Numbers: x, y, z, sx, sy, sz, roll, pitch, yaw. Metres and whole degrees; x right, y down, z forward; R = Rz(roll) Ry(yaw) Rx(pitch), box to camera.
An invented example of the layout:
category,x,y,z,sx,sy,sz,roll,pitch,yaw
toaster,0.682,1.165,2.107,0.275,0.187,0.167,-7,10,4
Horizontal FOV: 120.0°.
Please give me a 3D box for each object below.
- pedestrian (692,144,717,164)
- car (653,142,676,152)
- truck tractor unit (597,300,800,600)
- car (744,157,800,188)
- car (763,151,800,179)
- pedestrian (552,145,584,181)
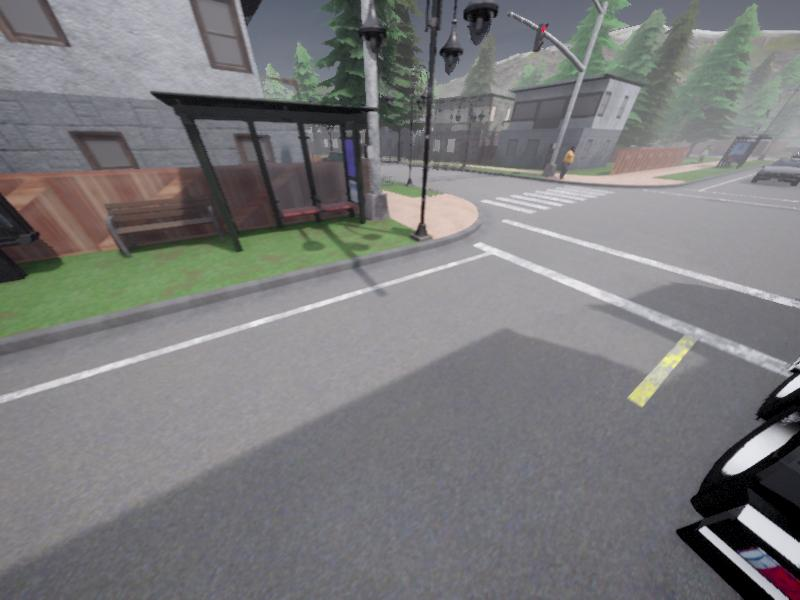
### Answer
category,x,y,z,sx,sy,sz,roll,pitch,yaw
pedestrian,33.910,-16.224,25.714,0.751,1.860,0.751,-15,38,-21
car,61.598,-35.594,53.851,4.605,1.855,1.932,-20,40,-26
truck tractor unit,5.171,-0.236,0.693,6.516,4.208,3.053,-16,38,-21
car,25.777,-8.621,15.427,5.357,1.411,2.033,-19,39,-25
car,31.990,-10.842,18.480,5.027,1.651,2.152,-19,39,-25
pedestrian,10.543,-8.645,14.564,0.751,1.860,0.751,-14,37,-20
